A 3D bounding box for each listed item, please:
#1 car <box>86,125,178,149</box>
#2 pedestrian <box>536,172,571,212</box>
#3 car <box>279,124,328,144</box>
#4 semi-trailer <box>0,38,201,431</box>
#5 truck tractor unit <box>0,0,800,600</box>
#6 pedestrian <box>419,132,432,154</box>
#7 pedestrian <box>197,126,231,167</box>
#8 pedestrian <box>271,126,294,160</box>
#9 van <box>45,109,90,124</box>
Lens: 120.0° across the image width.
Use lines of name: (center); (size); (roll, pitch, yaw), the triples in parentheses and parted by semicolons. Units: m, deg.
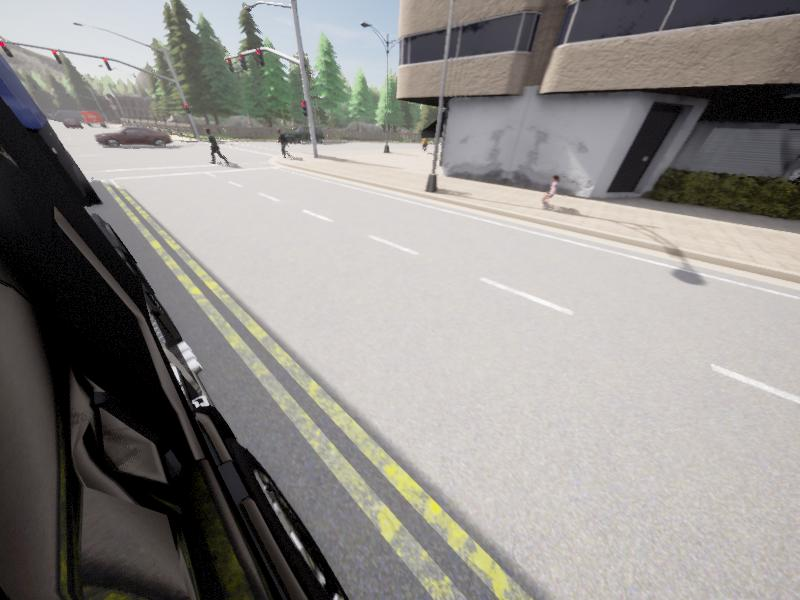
car: (-22.203, -13.627, 19.350); (1.812, 1.442, 4.674); (28, 43, 30)
pedestrian: (5.112, -3.611, 7.723); (0.500, 1.100, 0.500); (29, 43, 30)
car: (-13.202, -22.857, 31.922); (2.150, 2.045, 5.566); (31, 45, 32)
semi-trailer: (-8.702, -3.595, 4.235); (14.254, 4.402, 2.717); (28, 43, 30)
truck tractor unit: (-2.645, -0.295, 0.351); (6.516, 4.208, 3.053); (28, 44, 30)
pedestrian: (2.635, -16.290, 24.025); (0.751, 1.860, 0.751); (-28, 46, -35)
pedestrian: (-10.646, -8.797, 13.256); (0.751, 1.860, 0.751); (28, 43, 30)
pedestrian: (-7.953, -10.658, 15.714); (0.751, 1.860, 0.751); (26, 42, 27)
van: (-83.203, -45.883, 57.895); (1.988, 2.561, 5.915); (28, 43, 30)
